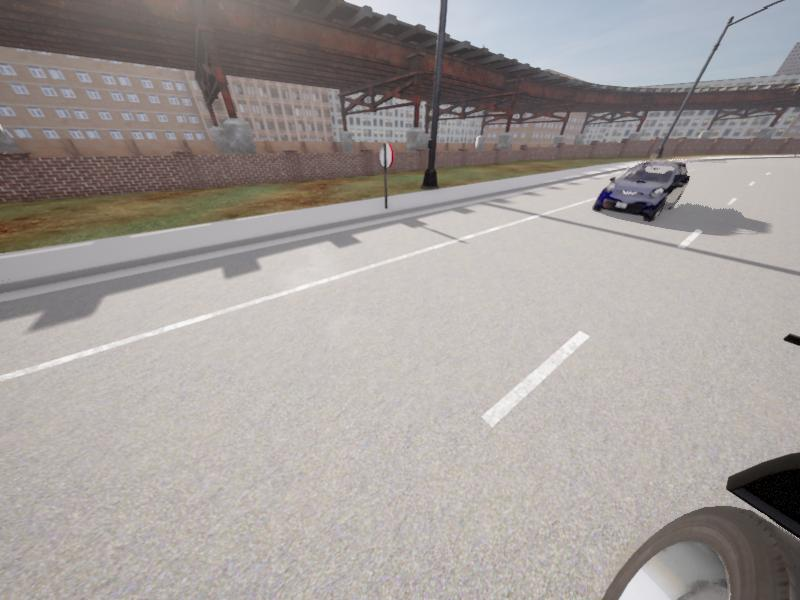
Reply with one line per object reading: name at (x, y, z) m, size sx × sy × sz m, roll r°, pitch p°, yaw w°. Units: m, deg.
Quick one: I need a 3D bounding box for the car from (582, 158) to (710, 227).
car at (8.426, -3.856, 7.948) m, size 3.633 × 1.501 × 1.845 m, roll -23°, pitch 41°, yaw -29°
